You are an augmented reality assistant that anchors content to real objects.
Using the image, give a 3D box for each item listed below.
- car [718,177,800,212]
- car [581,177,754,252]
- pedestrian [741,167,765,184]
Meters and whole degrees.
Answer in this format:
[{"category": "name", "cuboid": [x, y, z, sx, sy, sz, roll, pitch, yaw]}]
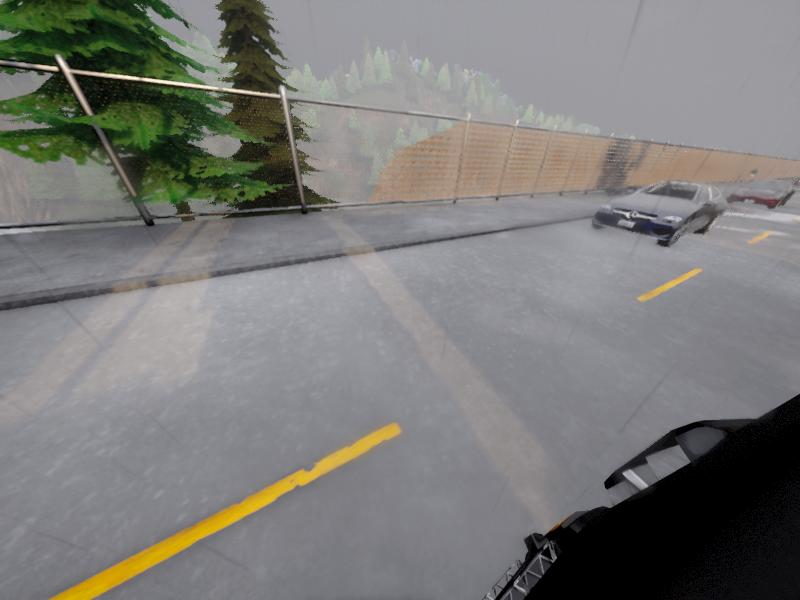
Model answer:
[{"category": "car", "cuboid": [23.011, -6.766, 14.576, 4.792, 1.488, 2.163, -15, 37, -25]}, {"category": "car", "cuboid": [9.153, -3.168, 7.965, 5.027, 1.651, 2.152, -15, 37, -25]}, {"category": "pedestrian", "cuboid": [44.075, -15.560, 28.873, 0.751, 1.860, 0.751, -14, 37, -24]}]
